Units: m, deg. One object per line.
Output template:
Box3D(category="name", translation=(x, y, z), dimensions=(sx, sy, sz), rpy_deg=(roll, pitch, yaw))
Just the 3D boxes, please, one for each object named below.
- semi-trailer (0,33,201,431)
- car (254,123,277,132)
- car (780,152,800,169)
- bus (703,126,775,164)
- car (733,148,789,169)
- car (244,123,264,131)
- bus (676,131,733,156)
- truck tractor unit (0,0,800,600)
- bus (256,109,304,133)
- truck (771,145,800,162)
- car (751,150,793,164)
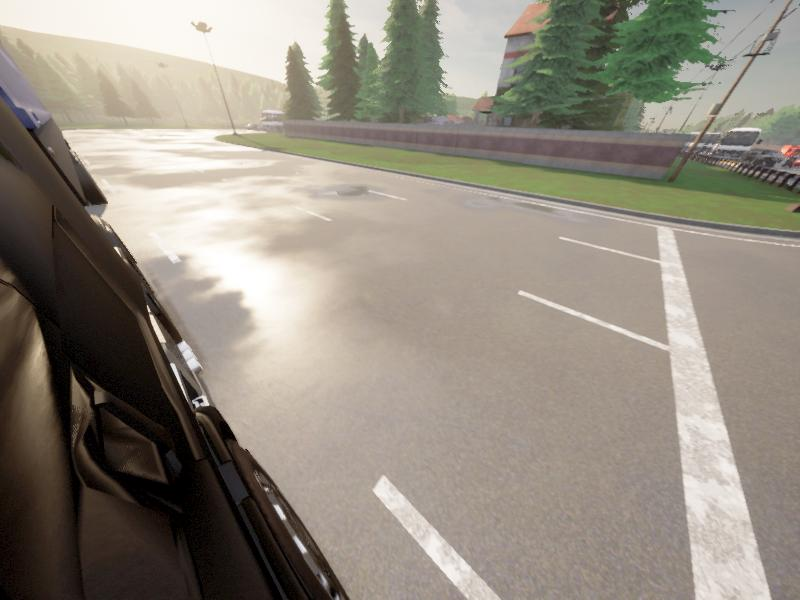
Box3D(category="semi-trailer", translation=(-8.648, -3.641, 4.274), dimensions=(14.254, 4.402, 2.717), rpy_deg=(29, 44, 30))
Box3D(category="car", translation=(-34.950, -44.967, 60.242), dimensions=(2.033, 1.649, 4.856), rpy_deg=(14, 38, 15))
Box3D(category="car", translation=(53.598, -18.434, 30.585), dimensions=(2.242, 1.667, 4.611), rpy_deg=(32, 46, 33))
Box3D(category="bus", translation=(51.901, -24.130, 35.946), dimensions=(10.273, 4.253, 3.944), rpy_deg=(-29, 46, -35))
Box3D(category="car", translation=(45.830, -18.139, 29.486), dimensions=(1.905, 1.878, 3.866), rpy_deg=(19, 39, 21))
Box3D(category="car", translation=(-38.344, -45.512, 60.881), dimensions=(1.816, 1.474, 4.193), rpy_deg=(12, 38, 12))
Box3D(category="bus", translation=(69.280, -36.041, 53.087), dimensions=(3.944, 4.253, 10.273), rpy_deg=(21, 40, 23))
Box3D(category="truck tractor unit", translation=(-2.645, -0.295, 0.351), dimensions=(6.516, 4.208, 3.053), rpy_deg=(28, 44, 30))
Box3D(category="bus", translation=(-28.820, -43.303, 56.235), dimensions=(3.944, 4.253, 10.273), rpy_deg=(12, 38, 12))
Box3D(category="truck", translation=(78.606, -29.381, 46.277), dimensions=(2.627, 2.467, 5.204), rpy_deg=(28, 43, 29))
Box3D(category="car", translation=(61.911, -23.991, 38.596), dimensions=(2.242, 1.667, 4.611), rpy_deg=(28, 43, 29))
